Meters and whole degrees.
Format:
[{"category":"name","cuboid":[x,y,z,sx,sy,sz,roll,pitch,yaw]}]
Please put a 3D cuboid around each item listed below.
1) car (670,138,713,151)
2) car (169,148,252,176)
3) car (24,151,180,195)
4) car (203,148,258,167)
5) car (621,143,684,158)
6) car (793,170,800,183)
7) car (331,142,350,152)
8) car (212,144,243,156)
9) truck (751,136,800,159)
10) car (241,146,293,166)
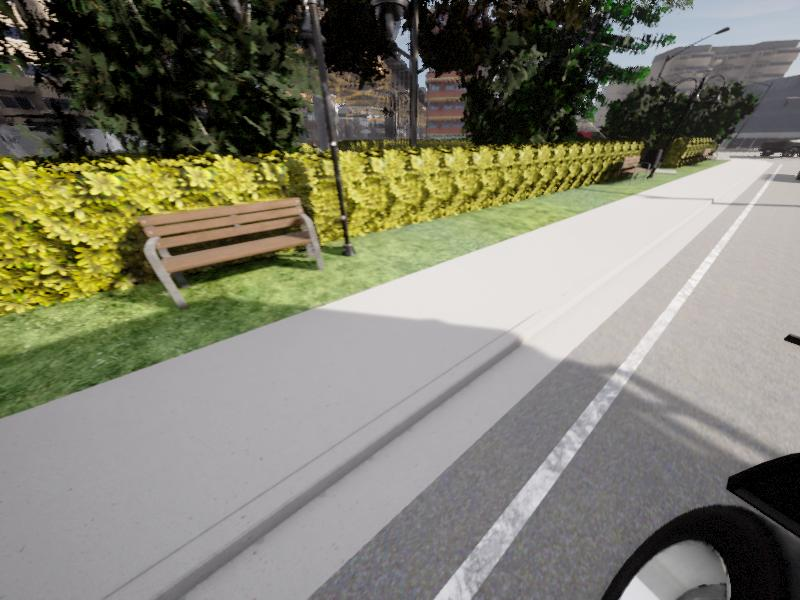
[{"category":"car","cuboid":[59.645,-32.020,47.509,2.150,2.045,5.566,5,35,8]},{"category":"car","cuboid":[-15.327,-11.573,19.165,2.152,1.651,5.027,6,36,9]},{"category":"car","cuboid":[-16.603,-7.604,13.509,1.930,1.638,5.238,6,36,8]},{"category":"car","cuboid":[-17.750,-15.207,24.520,1.812,1.442,4.674,6,36,9]},{"category":"car","cuboid":[31.435,-18.752,28.999,4.792,1.488,2.163,6,36,9]},{"category":"car","cuboid":[25.189,-7.672,13.450,4.718,1.301,1.895,-22,40,-28]},{"category":"car","cuboid":[-12.398,-32.213,48.508,1.930,1.638,5.238,6,36,9]},{"category":"car","cuboid":[-28.511,-24.816,38.194,4.974,1.542,2.038,22,41,28]},{"category":"truck","cuboid":[46.840,-17.852,27.032,6.274,2.098,2.390,2,35,4]},{"category":"car","cuboid":[-14.083,-15.554,24.900,2.038,1.542,4.974,6,35,9]}]
